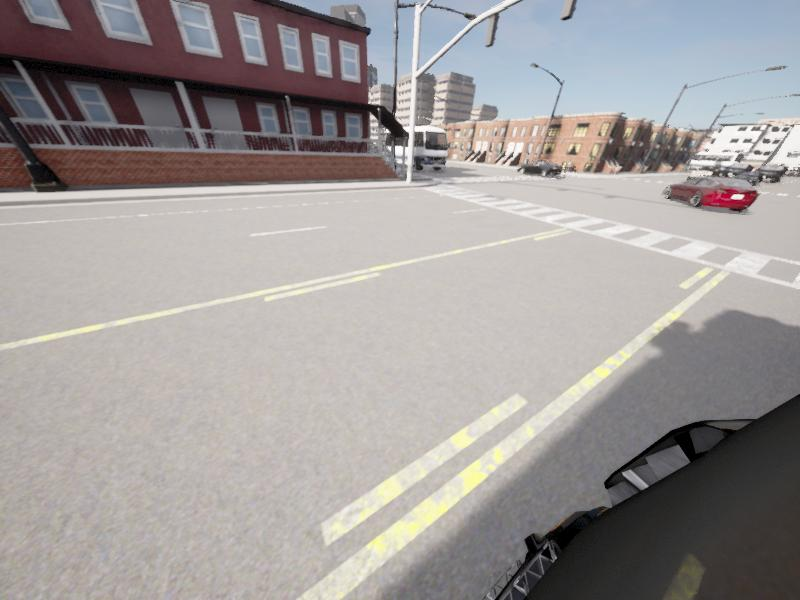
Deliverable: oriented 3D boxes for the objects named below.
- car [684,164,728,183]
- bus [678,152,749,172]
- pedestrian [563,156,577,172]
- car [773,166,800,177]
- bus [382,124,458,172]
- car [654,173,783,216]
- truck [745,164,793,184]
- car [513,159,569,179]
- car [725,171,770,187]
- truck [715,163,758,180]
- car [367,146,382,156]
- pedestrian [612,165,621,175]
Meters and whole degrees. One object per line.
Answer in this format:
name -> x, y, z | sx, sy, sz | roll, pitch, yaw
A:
car -> 38.784, -16.083, 29.269 | 4.605, 1.855, 1.932 | -16, 38, -26
bus -> 85.777, -38.204, 63.808 | 3.944, 4.253, 10.273 | -6, 34, -12
pedestrian -> 23.388, -18.684, 31.827 | 0.751, 1.860, 0.751 | -23, 41, -34
car -> 89.203, -29.206, 52.613 | 1.905, 1.878, 3.866 | 8, 34, 8
bus -> 1.822, -18.850, 28.732 | 3.944, 4.253, 10.273 | -16, 38, -26
car -> 17.562, -6.230, 13.262 | 2.163, 1.488, 4.792 | 14, 35, 17
truck -> 51.886, -17.733, 32.474 | 6.274, 2.098, 2.390 | -16, 38, -26
car -> 15.837, -14.969, 26.324 | 2.128, 1.511, 4.902 | -13, 37, -22
car -> 40.363, -14.095, 26.836 | 4.181, 1.385, 1.994 | -16, 38, -26
truck -> 53.324, -20.387, 36.580 | 6.274, 2.098, 2.390 | -16, 38, -26
car -> -7.200, -41.924, 64.986 | 2.150, 2.045, 5.566 | -16, 38, -26
pedestrian -> 29.964, -17.998, 31.945 | 0.500, 1.100, 0.500 | 29, 42, 34
